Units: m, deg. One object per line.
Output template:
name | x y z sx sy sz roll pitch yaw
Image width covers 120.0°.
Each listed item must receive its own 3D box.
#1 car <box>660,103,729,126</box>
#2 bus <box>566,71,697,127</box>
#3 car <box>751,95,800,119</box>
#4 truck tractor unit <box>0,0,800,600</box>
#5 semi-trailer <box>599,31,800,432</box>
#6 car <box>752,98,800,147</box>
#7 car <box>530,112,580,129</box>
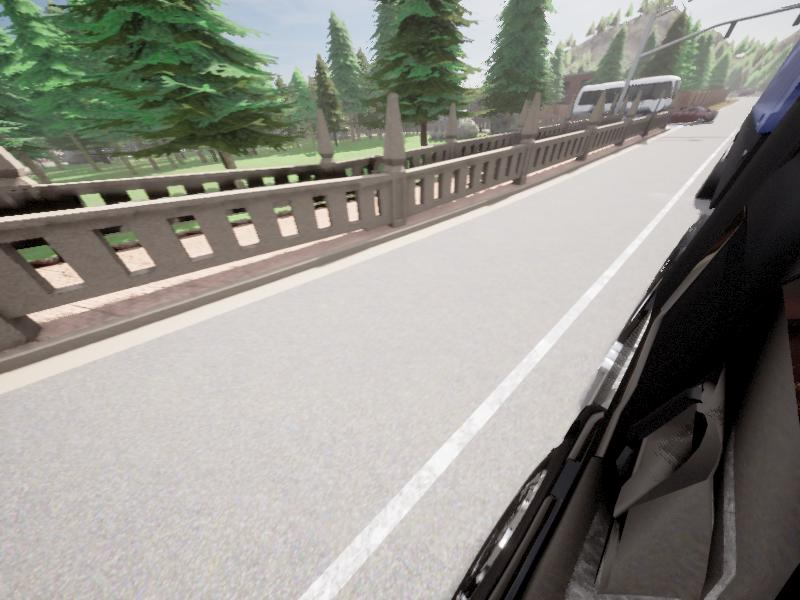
car | 29.381 -18.610 23.245 1.845 1.501 3.633 -18 40 -17
bus | 28.235 -24.875 29.165 3.944 4.253 10.273 -30 44 -28
car | 38.003 -18.688 22.287 3.988 1.617 1.851 20 45 29
truck tractor unit | 2.645 -0.295 0.352 6.516 4.208 3.053 -28 44 -30
semi-trailer | 8.619 -3.726 4.202 14.254 4.402 2.717 -30 44 -30
car | 21.474 -9.454 12.183 1.932 1.855 4.605 25 47 33
car | 21.473 -24.999 32.271 1.801 1.575 5.366 -30 44 -28
